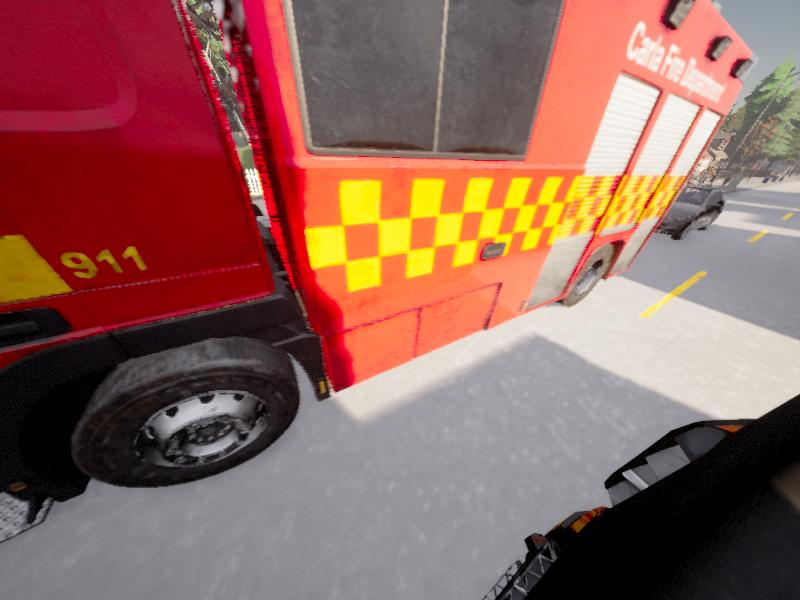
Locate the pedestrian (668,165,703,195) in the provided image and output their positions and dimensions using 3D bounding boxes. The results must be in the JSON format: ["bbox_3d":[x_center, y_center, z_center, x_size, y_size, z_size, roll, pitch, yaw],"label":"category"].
[{"bbox_3d":[20.784,-8.730,16.845,0.751,1.860,0.751,-18,39,-29],"label":"pedestrian"}]

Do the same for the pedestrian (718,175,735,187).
[{"bbox_3d":[34.213,-12.455,24.199,0.500,1.100,0.500,-16,38,-26],"label":"pedestrian"}]

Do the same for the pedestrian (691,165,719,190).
[{"bbox_3d":[27.643,-11.100,20.956,0.751,1.860,0.751,-21,40,-32],"label":"pedestrian"}]

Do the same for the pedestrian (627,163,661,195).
[{"bbox_3d":[16.927,-8.405,16.055,0.751,1.860,0.751,-20,40,-31],"label":"pedestrian"}]

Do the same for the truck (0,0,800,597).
[{"bbox_3d":[0.344,-1.562,2.893,8.468,3.827,2.891,-16,38,-26],"label":"truck"}]

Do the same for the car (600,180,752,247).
[{"bbox_3d":[10.151,-3.397,8.519,4.902,1.511,2.128,-16,38,-26],"label":"car"}]

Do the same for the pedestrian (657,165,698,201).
[{"bbox_3d":[17.230,-7.280,14.381,0.751,1.860,0.751,-19,39,-29],"label":"pedestrian"}]

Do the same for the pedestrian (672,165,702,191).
[{"bbox_3d":[24.358,-10.382,19.618,0.751,1.860,0.751,-18,39,-28],"label":"pedestrian"}]

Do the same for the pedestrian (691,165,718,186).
[{"bbox_3d":[31.630,-12.930,24.029,0.751,1.860,0.751,-14,37,-24],"label":"pedestrian"}]
